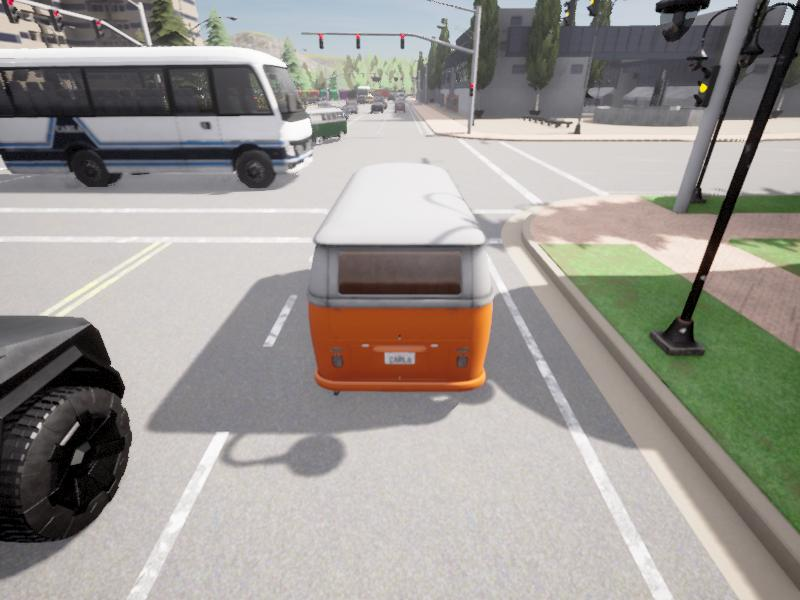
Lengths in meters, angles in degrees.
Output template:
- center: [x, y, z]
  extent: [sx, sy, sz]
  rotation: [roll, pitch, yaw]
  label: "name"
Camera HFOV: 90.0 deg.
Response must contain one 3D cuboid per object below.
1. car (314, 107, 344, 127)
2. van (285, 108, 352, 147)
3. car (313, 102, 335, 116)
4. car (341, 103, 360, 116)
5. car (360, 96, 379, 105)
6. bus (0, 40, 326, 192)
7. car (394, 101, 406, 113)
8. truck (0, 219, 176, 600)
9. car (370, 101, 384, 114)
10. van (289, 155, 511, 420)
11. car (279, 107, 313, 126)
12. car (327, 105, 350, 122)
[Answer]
- center: [-6.998, -18.274, 39.836]
  extent: [2.038, 1.542, 4.974]
  rotation: [0, 28, 0]
  label: "car"
- center: [-5.108, -11.206, 25.797]
  extent: [1.775, 1.987, 4.442]
  rotation: [13, 30, 22]
  label: "van"
- center: [-10.496, -26.622, 55.735]
  extent: [2.033, 1.649, 4.856]
  rotation: [0, 28, 0]
  label: "car"
- center: [-6.996, -27.271, 57.106]
  extent: [2.128, 1.511, 4.902]
  rotation: [0, 28, 0]
  label: "car"
- center: [-7.708, -50.170, 100.605]
  extent: [1.932, 1.855, 4.605]
  rotation: [24, 36, 37]
  label: "car"
- center: [-8.306, -6.447, 14.233]
  extent: [10.273, 4.253, 3.944]
  rotation: [0, 28, 2]
  label: "bus"
- center: [0.004, -30.781, 63.770]
  extent: [1.789, 1.549, 3.705]
  rotation: [0, 28, 0]
  label: "car"
- center: [-3.499, 1.744, 0.849]
  extent: [2.390, 2.098, 6.274]
  rotation: [0, 28, 0]
  label: "truck"
- center: [-3.496, -30.074, 62.337]
  extent: [1.930, 1.638, 5.238]
  rotation: [0, 28, 0]
  label: "car"
- center: [0.008, -0.682, 5.621]
  extent: [1.775, 1.987, 4.442]
  rotation: [0, 28, 0]
  label: "van"
- center: [-10.498, -18.763, 40.787]
  extent: [2.038, 1.542, 4.974]
  rotation: [0, 27, 0]
  label: "car"
- center: [-6.997, -21.502, 46.028]
  extent: [2.007, 1.525, 4.514]
  rotation: [0, 28, 0]
  label: "car"
